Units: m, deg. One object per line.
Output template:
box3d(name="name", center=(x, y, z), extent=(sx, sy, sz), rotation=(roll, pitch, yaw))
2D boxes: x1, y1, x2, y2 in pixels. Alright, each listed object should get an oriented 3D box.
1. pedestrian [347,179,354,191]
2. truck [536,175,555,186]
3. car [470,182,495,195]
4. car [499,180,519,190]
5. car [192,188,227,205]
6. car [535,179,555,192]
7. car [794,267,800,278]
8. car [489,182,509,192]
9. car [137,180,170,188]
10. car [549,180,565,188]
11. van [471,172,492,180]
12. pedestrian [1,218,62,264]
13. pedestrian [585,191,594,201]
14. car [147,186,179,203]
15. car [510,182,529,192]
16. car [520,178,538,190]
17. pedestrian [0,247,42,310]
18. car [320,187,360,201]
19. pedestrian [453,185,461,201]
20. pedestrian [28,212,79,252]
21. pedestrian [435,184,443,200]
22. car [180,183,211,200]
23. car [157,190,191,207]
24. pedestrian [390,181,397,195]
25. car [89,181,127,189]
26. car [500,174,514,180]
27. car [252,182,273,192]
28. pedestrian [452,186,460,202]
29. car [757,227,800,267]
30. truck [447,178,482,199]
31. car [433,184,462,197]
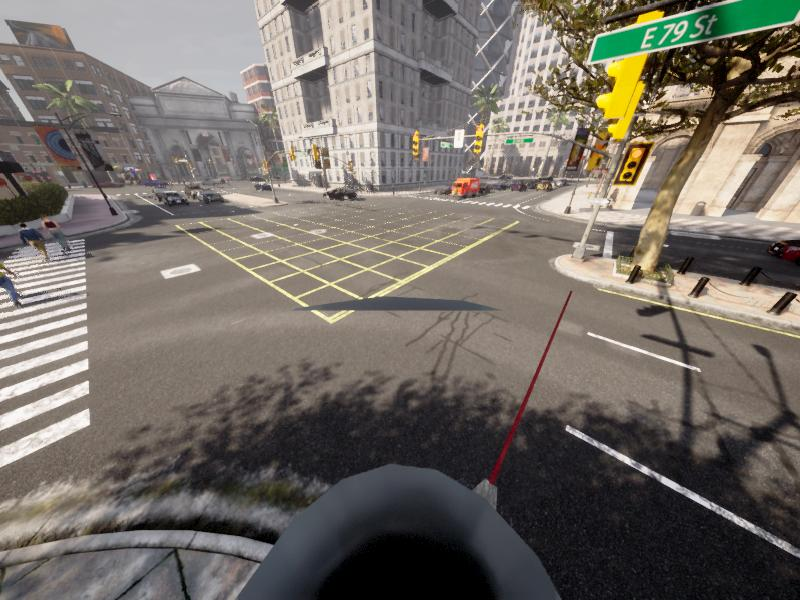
box3d(name="pedestrian", center=(-8.996, -20.872, 41.944), extent=(0.751, 1.860, 0.751), rotation=(25, 38, 36))
box3d(name="truck", center=(35.861, -29.371, 56.779), extent=(2.390, 2.098, 6.274), rotation=(23, 37, 34))
box3d(name="car", center=(14.079, -19.007, 39.286), extent=(1.930, 1.638, 5.238), rotation=(23, 37, 34))
box3d(name="car", center=(22.817, -24.121, 48.304), extent=(2.163, 1.488, 4.792), rotation=(23, 37, 34))
box3d(name="car", center=(-24.565, -13.443, 29.759), extent=(4.974, 1.542, 2.038), rotation=(23, 37, 34))
box3d(name="car", center=(27.177, -21.452, 43.283), extent=(1.932, 1.855, 4.605), rotation=(23, 37, 34))
box3d(name="car", center=(18.275, -0.610, 7.532), extent=(4.974, 1.542, 2.038), rotation=(23, 37, 34))
box3d(name="car", center=(19.019, -21.834, 44.455), extent=(1.994, 1.385, 4.181), rotation=(23, 37, 34))
box3d(name="car", center=(-54.952, -26.005, 51.604), extent=(4.674, 1.442, 1.812), rotation=(-7, 31, -11))
box3d(name="car", center=(34.935, -25.758, 51.324), extent=(1.895, 1.301, 4.718), rotation=(23, 37, 34))
box3d(name="van", center=(29.404, -45.165, 83.797), extent=(6.366, 2.431, 2.351), rotation=(23, 37, 34))
box3d(name="pedestrian", center=(-17.323, -2.789, 10.928), extent=(0.751, 1.860, 0.751), rotation=(24, 38, 36))
box3d(name="pedestrian", center=(24.056, -13.148, 29.325), extent=(0.500, 1.100, 0.500), rotation=(23, 37, 34))
box3d(name="car", center=(-32.069, -14.368, 31.251), extent=(5.238, 1.638, 1.930), rotation=(23, 37, 34))
box3d(name="car", center=(22.317, -21.118, 43.108), extent=(1.816, 1.474, 4.193), rotation=(23, 37, 34))
box3d(name="car", center=(26.168, -23.563, 46.927), extent=(1.905, 1.878, 3.866), rotation=(23, 37, 34))
box3d(name="pedestrian", center=(-12.889, -0.748, 7.392), extent=(0.751, 1.860, 0.751), rotation=(25, 38, 36))
box3d(name="car", center=(-8.233, -14.634, 31.857), extent=(4.892, 1.490, 1.837), rotation=(9, 32, 16))
box3d(name="pedestrian", center=(7.497, -14.086, 30.498), extent=(0.751, 1.860, 0.751), rotation=(11, 32, 18))
box3d(name="pedestrian", center=(-18.446, -3.619, 12.365), extent=(0.751, 1.860, 0.751), rotation=(23, 37, 34))
box3d(name="pedestrian", center=(5.364, -14.902, 31.910), extent=(0.751, 1.860, 0.751), rotation=(15, 33, 24))
box3d(name="car", center=(-29.341, -15.610, 33.164), extent=(4.605, 1.855, 1.932), rotation=(23, 37, 34))
box3d(name="car", center=(-26.955, -12.141, 27.558), extent=(3.806, 1.475, 1.970), rotation=(23, 37, 34))
box3d(name="pedestrian", center=(-1.030, -17.811, 36.641), extent=(0.751, 1.860, 0.751), rotation=(21, 36, 32))
box3d(name="car", center=(-61.376, -24.230, 48.677), extent=(4.718, 1.301, 1.895), rotation=(-22, 37, -33))
box3d(name="car", center=(37.913, -43.445, 81.724), extent=(3.988, 1.617, 1.851), rotation=(23, 37, 34))
box3d(name="car", center=(-26.227, -21.647, 44.022), extent=(3.806, 1.475, 1.970), rotation=(23, 37, 34))
box3d(name="pedestrian", center=(7.248, -13.804, 30.005), extent=(0.751, 1.860, 0.751), rotation=(10, 32, 17))
box3d(name="car", center=(20.099, -2.053, 10.194), extent=(4.181, 1.385, 1.994), rotation=(23, 37, 34))
box3d(name="truck", center=(9.671, -16.725, 34.505), extent=(2.627, 2.467, 5.204), rotation=(23, 37, 34))
box3d(name="car", center=(7.732, -17.833, 37.498), extent=(2.033, 1.411, 5.357), rotation=(23, 37, 34))
